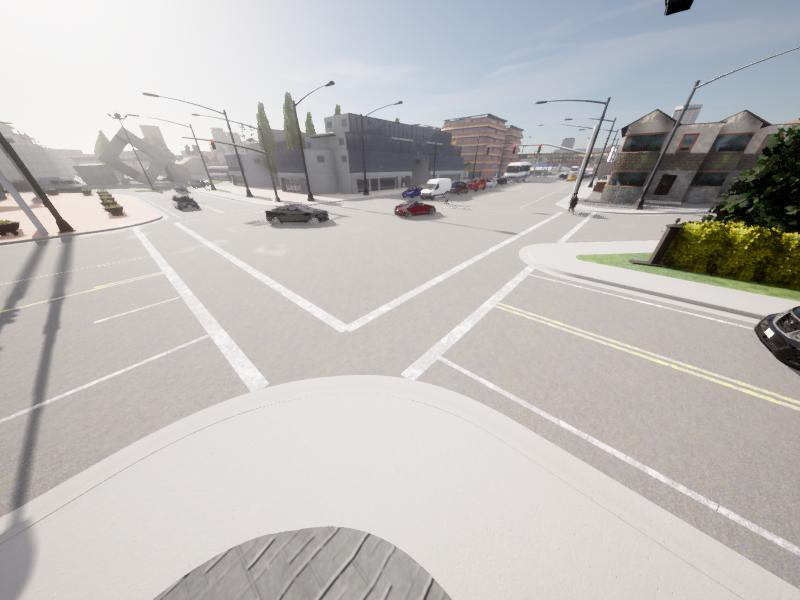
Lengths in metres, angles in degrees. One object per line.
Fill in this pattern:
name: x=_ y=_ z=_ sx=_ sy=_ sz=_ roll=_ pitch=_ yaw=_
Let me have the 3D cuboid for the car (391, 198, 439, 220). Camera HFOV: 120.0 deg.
car: x=1.480 y=-8.897 z=22.344 sx=4.181 sy=1.385 sz=1.994 roll=-17 pitch=34 yaw=-27

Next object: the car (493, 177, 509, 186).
car: x=22.601 y=-26.542 z=51.635 sx=1.816 sy=1.474 sz=4.193 roll=23 pitch=38 yaw=34

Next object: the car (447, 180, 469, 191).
car: x=11.226 y=-22.175 z=44.719 sx=1.882 sy=1.535 sz=5.008 roll=23 pitch=38 yaw=34

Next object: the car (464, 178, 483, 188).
car: x=15.635 y=-24.946 z=49.229 sx=1.837 sy=1.490 sz=4.892 roll=23 pitch=39 yaw=34

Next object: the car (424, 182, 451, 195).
car: x=6.555 y=-19.299 z=39.891 sx=1.930 sy=1.638 sz=5.238 roll=23 pitch=38 yaw=34

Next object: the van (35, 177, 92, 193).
van: x=-60.721 y=-20.833 z=41.812 sx=5.915 sy=2.561 sz=1.988 roll=0 pitch=30 yaw=0

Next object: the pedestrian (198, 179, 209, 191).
pedestrian: x=-37.714 y=-22.076 z=44.339 sx=0.751 sy=1.860 sz=0.751 roll=-9 pitch=31 yaw=-14

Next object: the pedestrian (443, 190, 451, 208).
pedestrian: x=5.361 y=-11.506 z=26.297 sx=0.751 sy=1.860 sz=0.751 roll=4 pitch=30 yaw=7

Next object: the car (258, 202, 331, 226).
car: x=-8.644 y=-7.232 z=19.323 sx=5.008 sy=1.535 sz=1.882 roll=1 pitch=30 yaw=1

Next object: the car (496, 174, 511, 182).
car: x=27.719 y=-32.560 z=61.553 sx=1.882 sy=1.535 sz=5.008 roll=23 pitch=38 yaw=34

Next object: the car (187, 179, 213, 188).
car: x=-46.334 y=-27.126 z=53.767 sx=2.007 sy=1.525 sz=4.514 roll=0 pitch=30 yaw=0

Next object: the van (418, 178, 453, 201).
van: x=5.242 y=-16.133 z=33.595 sx=1.988 sy=2.561 sz=5.915 roll=23 pitch=37 yaw=34

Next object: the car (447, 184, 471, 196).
car: x=9.896 y=-18.442 z=38.570 sx=1.812 sy=1.442 sz=4.674 roll=23 pitch=38 yaw=34

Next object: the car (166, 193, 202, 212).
car: x=-24.280 y=-11.043 z=25.962 sx=4.193 sy=1.474 sz=1.816 roll=23 pitch=37 yaw=34

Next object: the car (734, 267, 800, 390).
car: x=11.035 y=1.388 z=3.860 sx=5.566 sy=2.045 sz=2.150 roll=23 pitch=37 yaw=34

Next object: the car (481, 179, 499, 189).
car: x=18.509 y=-23.919 z=47.486 sx=1.812 sy=1.442 sz=4.674 roll=23 pitch=39 yaw=34

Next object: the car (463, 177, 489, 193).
car: x=14.110 y=-21.390 z=42.837 sx=2.150 sy=2.045 sz=5.566 roll=23 pitch=38 yaw=34

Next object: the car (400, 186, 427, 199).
car: x=2.081 y=-16.512 z=35.329 sx=1.816 sy=1.474 sz=4.193 roll=22 pitch=37 yaw=34

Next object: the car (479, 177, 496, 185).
car: x=20.489 y=-27.973 z=54.171 sx=1.994 sy=1.385 sz=4.181 roll=24 pitch=39 yaw=35

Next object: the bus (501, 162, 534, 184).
bus: x=29.646 y=-32.051 z=57.987 sx=3.944 sy=4.253 sz=10.273 roll=23 pitch=38 yaw=34

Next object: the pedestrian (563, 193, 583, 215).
pedestrian: x=16.820 y=-9.315 z=22.497 sx=0.751 sy=1.860 sz=0.751 roll=4 pitch=30 yaw=7

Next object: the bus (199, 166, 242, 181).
bus: x=-60.982 y=-43.211 z=78.894 sx=10.273 sy=4.253 sz=3.944 roll=-6 pitch=30 yaw=-9
